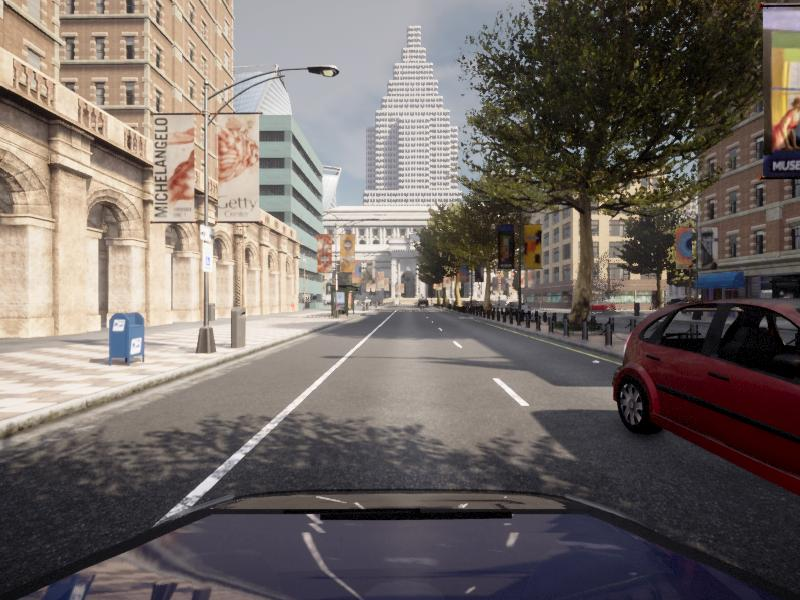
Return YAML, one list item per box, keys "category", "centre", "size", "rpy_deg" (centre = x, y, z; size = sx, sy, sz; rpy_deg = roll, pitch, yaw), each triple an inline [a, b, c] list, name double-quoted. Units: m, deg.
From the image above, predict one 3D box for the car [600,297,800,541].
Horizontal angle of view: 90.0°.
- category: "car"
  centre: [3.587, 0.788, 3.390]
  size: [1.851, 1.617, 3.988]
  rpy_deg: [0, 0, 1]

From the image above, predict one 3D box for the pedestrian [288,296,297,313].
- category: "pedestrian"
  centre: [-11.488, 0.485, 42.891]
  size: [0.751, 1.860, 0.751]
  rpy_deg: [0, 0, 0]

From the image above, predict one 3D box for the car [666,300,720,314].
- category: "car"
  centre: [34.731, 0.826, 47.556]
  size: [4.974, 1.542, 2.038]
  rpy_deg: [0, 0, -1]

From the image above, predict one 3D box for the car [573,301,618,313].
- category: "car"
  centre: [25.126, 0.852, 51.568]
  size: [4.792, 1.488, 2.163]
  rpy_deg: [0, 0, 8]

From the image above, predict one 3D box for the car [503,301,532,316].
- category: "car"
  centre: [12.352, 0.853, 42.196]
  size: [1.970, 1.475, 3.806]
  rpy_deg: [0, 0, 1]
